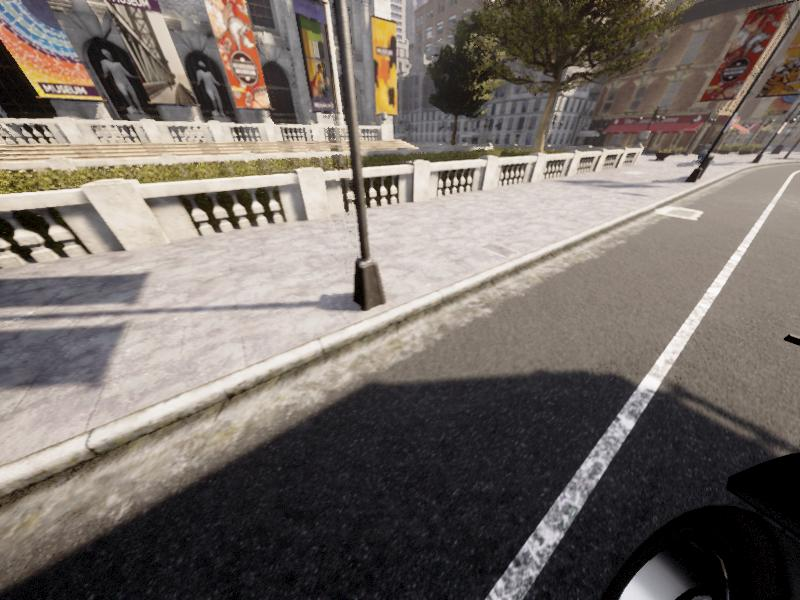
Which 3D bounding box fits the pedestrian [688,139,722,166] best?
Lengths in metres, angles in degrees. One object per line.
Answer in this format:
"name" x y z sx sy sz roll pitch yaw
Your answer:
"pedestrian" 25.313 -12.227 19.210 0.751 1.860 0.751 -15 38 -20
